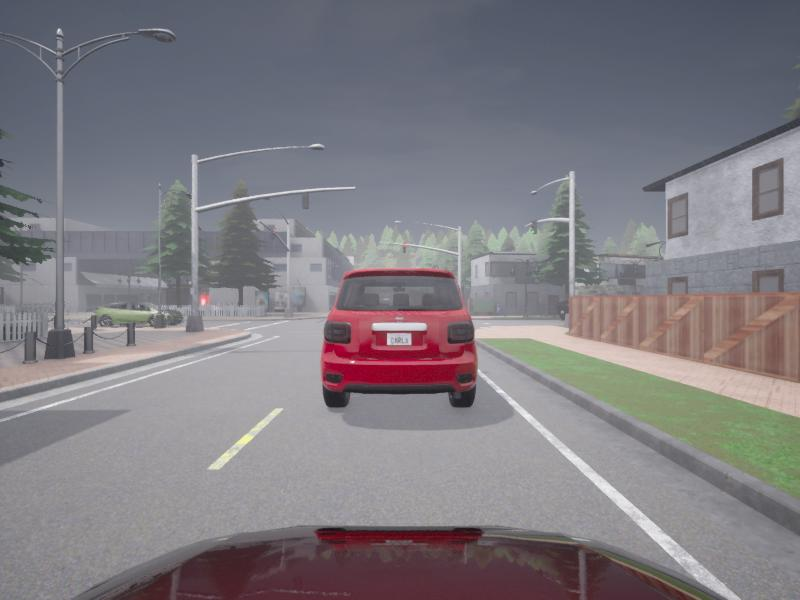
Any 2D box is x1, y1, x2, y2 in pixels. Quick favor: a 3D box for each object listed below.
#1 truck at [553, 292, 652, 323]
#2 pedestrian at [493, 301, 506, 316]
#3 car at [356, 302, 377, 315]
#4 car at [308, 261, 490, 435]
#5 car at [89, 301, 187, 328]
[{"bbox_3d":[14.789,0.523,29.358,6.274,2.098,2.390,0,0,-9],"label":"truck"},{"bbox_3d":[8.667,0.746,34.881,0.751,1.300,0.751,0,0,-22],"label":"pedestrian"},{"bbox_3d":[-3.565,0.907,43.454,1.994,1.385,4.181,0,0,0],"label":"car"},{"bbox_3d":[-0.013,0.568,7.496,2.150,2.045,5.566,0,0,0],"label":"car"},{"bbox_3d":[-15.385,0.844,23.680,4.514,1.525,2.007,0,0,-1],"label":"car"}]
